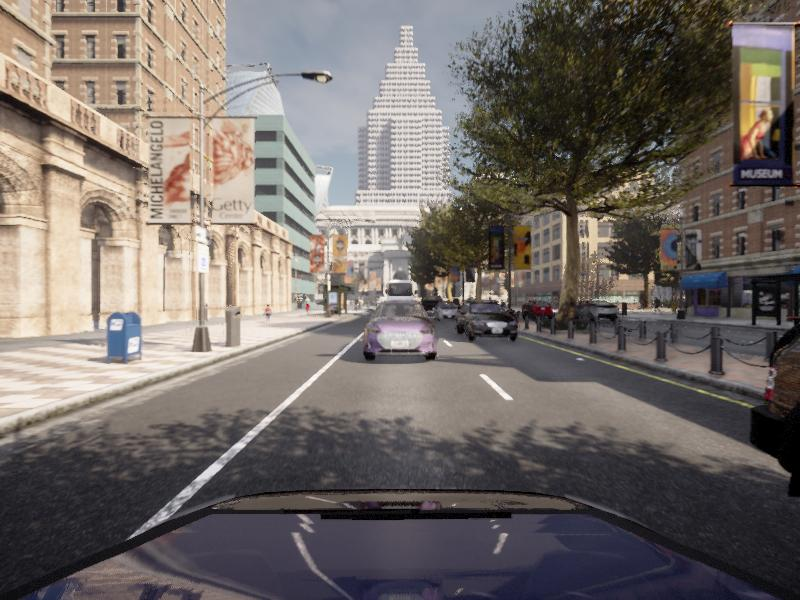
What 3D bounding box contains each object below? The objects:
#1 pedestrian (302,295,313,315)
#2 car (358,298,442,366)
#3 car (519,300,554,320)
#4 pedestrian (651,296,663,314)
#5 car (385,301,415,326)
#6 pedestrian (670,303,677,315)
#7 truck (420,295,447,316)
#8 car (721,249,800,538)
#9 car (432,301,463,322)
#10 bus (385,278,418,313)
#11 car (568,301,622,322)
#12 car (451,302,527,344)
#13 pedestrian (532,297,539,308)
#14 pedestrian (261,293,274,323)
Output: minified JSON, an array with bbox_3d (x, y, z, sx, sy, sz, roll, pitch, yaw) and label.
[{"bbox_3d":[-8.572,0.484,37.098,0.751,1.860,0.751,0,0,7],"label":"pedestrian"},{"bbox_3d":[0.003,0.777,12.136,2.033,1.649,4.856,0,0,0],"label":"car"},{"bbox_3d":[11.501,0.813,33.941,1.789,1.549,3.705,0,0,0],"label":"car"},{"bbox_3d":[26.646,0.484,41.532,0.751,1.860,0.751,0,0,1],"label":"pedestrian"},{"bbox_3d":[0.003,0.846,27.029,1.837,1.490,4.892,0,-1,0],"label":"car"},{"bbox_3d":[25.572,0.864,37.398,0.500,1.100,0.500,0,0,30],"label":"pedestrian"},{"bbox_3d":[3.502,0.543,43.517,2.390,2.098,6.274,0,0,0],"label":"truck"},{"bbox_3d":[3.507,0.645,0.881,1.932,1.855,4.605,0,2,1],"label":"car"},{"bbox_3d":[3.504,0.825,30.094,1.845,1.501,3.633,0,0,0],"label":"car"},{"bbox_3d":[0.132,-0.536,53.780,3.944,4.253,10.273,0,0,0],"label":"bus"},{"bbox_3d":[15.001,0.828,31.086,2.007,1.525,4.514,0,0,0],"label":"car"},{"bbox_3d":[3.501,0.836,16.828,2.128,1.511,4.902,0,0,0],"label":"car"},{"bbox_3d":[23.484,0.484,69.269,0.751,1.860,0.751,0,0,-17],"label":"pedestrian"},{"bbox_3d":[-8.279,0.485,25.067,0.751,1.860,0.751,0,0,-15],"label":"pedestrian"}]
